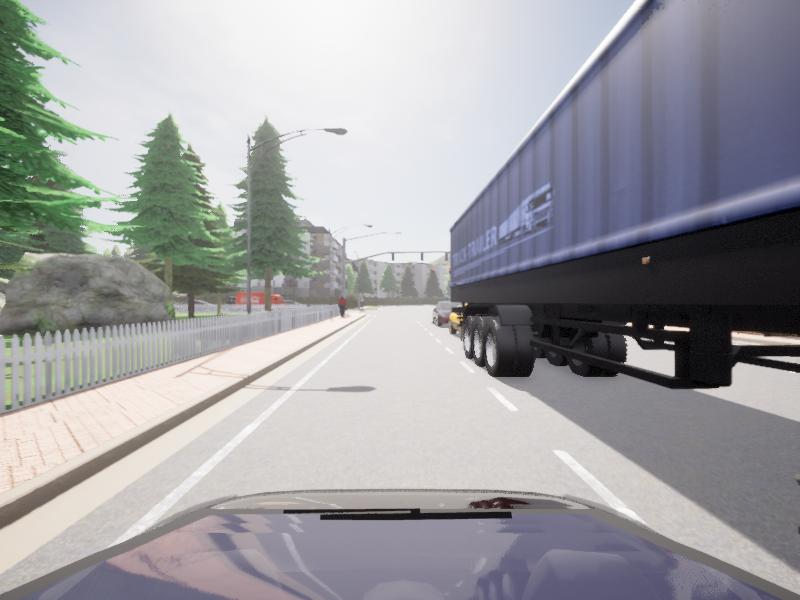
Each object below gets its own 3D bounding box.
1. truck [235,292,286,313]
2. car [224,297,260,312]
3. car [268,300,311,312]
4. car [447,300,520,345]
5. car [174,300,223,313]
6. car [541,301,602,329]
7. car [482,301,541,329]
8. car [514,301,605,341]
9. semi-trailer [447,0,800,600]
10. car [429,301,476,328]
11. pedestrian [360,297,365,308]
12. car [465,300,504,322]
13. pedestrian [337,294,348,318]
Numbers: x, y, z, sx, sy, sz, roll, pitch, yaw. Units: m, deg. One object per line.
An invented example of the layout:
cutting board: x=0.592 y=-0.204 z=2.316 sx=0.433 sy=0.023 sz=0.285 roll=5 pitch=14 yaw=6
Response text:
truck: x=-16.459 y=0.303 z=47.391 sx=5.204 sy=2.467 sz=2.627 roll=0 pitch=0 yaw=1
car: x=-20.043 y=0.588 z=50.921 sx=3.866 sy=1.878 sz=1.905 roll=0 pitch=0 yaw=0
car: x=-13.968 y=0.779 z=50.869 sx=4.902 sy=1.511 sz=2.128 roll=0 pitch=0 yaw=1
car: x=3.212 y=0.786 z=16.625 sx=1.801 sy=1.575 sz=5.366 roll=0 pitch=0 yaw=-1
car: x=-23.816 y=0.790 z=47.458 sx=4.892 sy=1.490 sz=1.837 roll=0 pitch=0 yaw=1
car: x=10.099 y=0.828 z=23.908 sx=1.816 sy=1.474 sz=4.193 roll=0 pitch=0 yaw=-1
car: x=6.603 y=0.824 z=24.342 sx=2.163 sy=1.488 sz=4.792 roll=0 pitch=0 yaw=-1
car: x=6.741 y=0.803 z=17.626 sx=1.882 sy=1.535 sz=5.008 roll=0 pitch=0 yaw=-1
semi-trailer: x=3.191 y=-0.625 z=6.956 sx=2.717 sy=4.402 sz=14.254 roll=0 pitch=0 yaw=-2
car: x=3.085 y=0.824 z=24.538 sx=2.163 sy=1.488 sz=4.792 roll=0 pitch=0 yaw=-1
pedestrian: x=-6.348 y=0.409 z=68.408 sx=0.751 sy=1.860 sz=0.751 roll=0 pitch=0 yaw=3
car: x=6.482 y=0.788 z=31.178 sx=1.882 sy=1.535 sz=5.008 roll=0 pitch=0 yaw=-1
pedestrian: x=-4.495 y=0.452 z=31.187 sx=0.751 sy=1.860 sz=0.751 roll=0 pitch=0 yaw=-1
